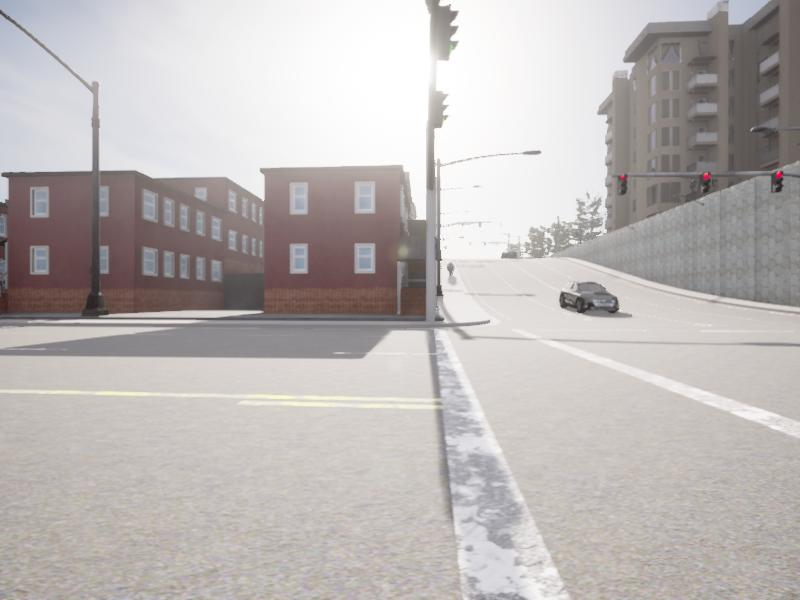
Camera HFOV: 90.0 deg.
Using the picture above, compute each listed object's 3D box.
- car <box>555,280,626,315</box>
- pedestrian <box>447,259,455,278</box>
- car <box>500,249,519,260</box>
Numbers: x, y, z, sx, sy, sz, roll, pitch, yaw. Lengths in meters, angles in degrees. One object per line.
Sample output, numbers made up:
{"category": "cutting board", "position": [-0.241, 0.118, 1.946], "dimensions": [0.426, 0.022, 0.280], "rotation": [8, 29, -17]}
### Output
{"category": "car", "position": [10.649, -0.237, 22.834], "dimensions": [2.033, 1.649, 4.856], "rotation": [0, 5, 5]}
{"category": "pedestrian", "position": [5.123, -3.152, 40.551], "dimensions": [0.751, 1.860, 0.751], "rotation": [0, 0, 3]}
{"category": "car", "position": [17.441, -7.285, 63.869], "dimensions": [2.128, 1.511, 4.902], "rotation": [0, 5, 5]}
